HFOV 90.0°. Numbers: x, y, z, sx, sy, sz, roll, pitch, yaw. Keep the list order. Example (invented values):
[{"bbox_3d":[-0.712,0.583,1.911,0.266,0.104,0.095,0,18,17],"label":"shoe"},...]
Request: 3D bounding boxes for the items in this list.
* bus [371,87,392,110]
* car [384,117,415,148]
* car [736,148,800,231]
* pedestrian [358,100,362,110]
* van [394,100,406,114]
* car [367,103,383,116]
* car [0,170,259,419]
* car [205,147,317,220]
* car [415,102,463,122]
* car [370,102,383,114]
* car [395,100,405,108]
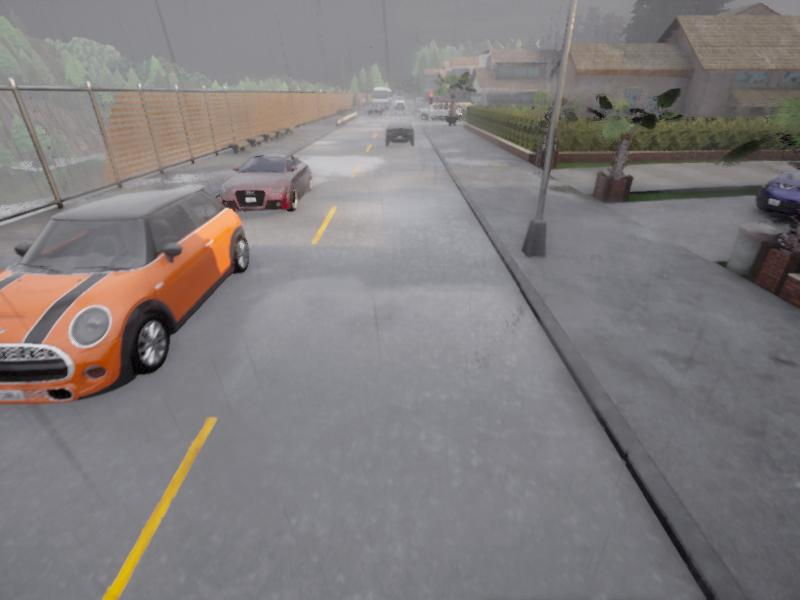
[{"bbox_3d":[-3.913,-43.690,86.690,3.944,4.253,10.273,0,27,0],"label":"bus"},{"bbox_3d":[-0.011,-11.333,26.896,1.882,1.535,5.008,0,27,0],"label":"car"},{"bbox_3d":[10.556,-2.617,9.280,3.633,1.501,1.845,-1,27,-2],"label":"car"},{"bbox_3d":[-7.874,-38.500,78.982,0.751,1.860,0.751,0,27,0],"label":"pedestrian"},{"bbox_3d":[-0.006,-33.051,68.462,2.069,2.038,4.480,0,27,0],"label":"van"},{"bbox_3d":[-4.009,-30.682,64.344,2.152,1.651,5.027,1,27,1],"label":"car"},{"bbox_3d":[-3.969,-0.589,5.799,2.097,1.767,4.553,0,27,0],"label":"car"},{"bbox_3d":[-4.009,-3.762,12.418,1.994,1.385,4.181,0,27,0],"label":"car"},{"bbox_3d":[4.828,-22.993,48.935,5.566,2.045,2.150,5,28,9],"label":"car"},{"bbox_3d":[-4.027,-33.841,70.464,2.033,1.649,4.856,0,27,0],"label":"car"},{"bbox_3d":[-0.035,-47.233,96.515,2.242,1.667,4.611,0,27,0],"label":"car"}]
